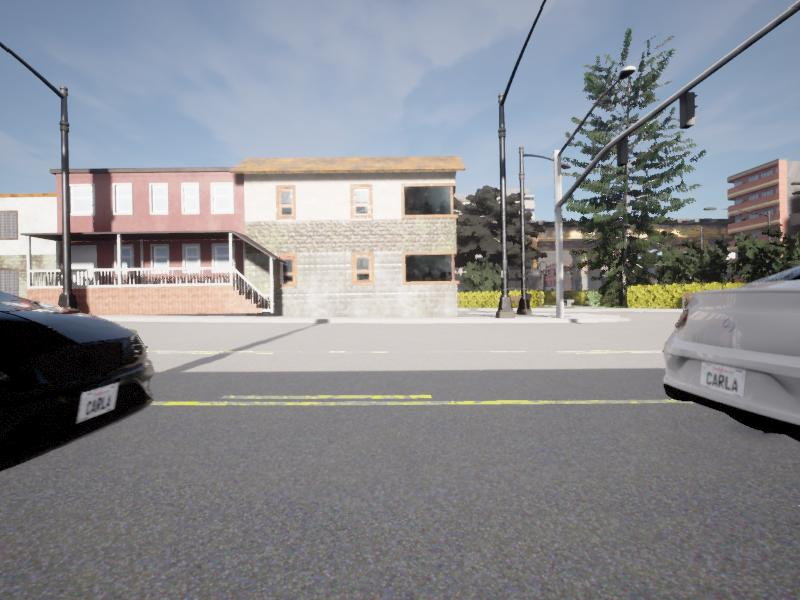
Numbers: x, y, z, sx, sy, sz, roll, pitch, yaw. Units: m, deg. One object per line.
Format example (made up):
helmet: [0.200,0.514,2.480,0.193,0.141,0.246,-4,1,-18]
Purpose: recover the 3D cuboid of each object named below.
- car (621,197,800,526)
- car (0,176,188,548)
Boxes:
car: [4.080,0.268,2.268,4.674,1.442,1.812,0,0,-1]
car: [-3.692,0.239,2.094,4.193,1.474,1.816,0,0,-1]
